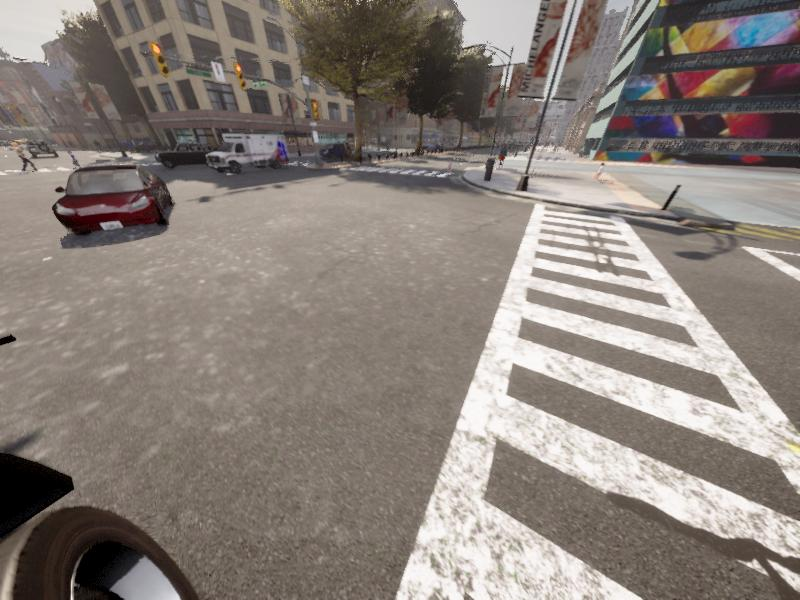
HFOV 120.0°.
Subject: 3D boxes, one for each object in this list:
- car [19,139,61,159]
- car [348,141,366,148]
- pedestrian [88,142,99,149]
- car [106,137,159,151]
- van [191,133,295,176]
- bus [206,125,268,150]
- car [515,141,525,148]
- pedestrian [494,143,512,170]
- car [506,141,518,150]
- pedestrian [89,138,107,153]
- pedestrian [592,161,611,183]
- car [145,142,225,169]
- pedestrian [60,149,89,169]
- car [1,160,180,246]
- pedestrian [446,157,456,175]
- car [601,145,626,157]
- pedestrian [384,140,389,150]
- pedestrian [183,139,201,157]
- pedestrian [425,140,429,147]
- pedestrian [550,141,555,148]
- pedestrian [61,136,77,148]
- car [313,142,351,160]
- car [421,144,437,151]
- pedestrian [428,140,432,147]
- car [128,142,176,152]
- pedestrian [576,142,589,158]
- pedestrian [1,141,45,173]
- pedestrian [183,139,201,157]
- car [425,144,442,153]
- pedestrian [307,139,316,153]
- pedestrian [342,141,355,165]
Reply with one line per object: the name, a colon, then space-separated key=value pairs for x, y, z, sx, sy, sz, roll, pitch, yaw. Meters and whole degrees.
car: x=-43.216 y=-18.247 z=27.752 sx=4.605 sy=1.855 sz=1.932 roll=24 pitch=41 yaw=30
car: x=-12.797 y=-46.270 z=68.606 sx=5.008 sy=1.535 sz=1.882 roll=17 pitch=38 yaw=22
pedestrian: x=-55.678 y=-28.049 z=41.952 sx=0.500 sy=1.100 sz=0.500 roll=2 pitch=35 yaw=2
car: x=-48.169 y=-28.241 z=41.826 sx=2.150 sy=2.045 sz=5.566 roll=18 pitch=38 yaw=23
van: x=-11.953 y=-11.769 z=18.489 sx=2.351 sy=2.431 sz=6.366 roll=13 pitch=37 yaw=17
bus: x=-36.633 y=-37.075 z=52.716 sx=3.944 sy=4.253 sz=10.273 roll=18 pitch=38 yaw=23
car: x=42.394 y=-54.847 z=81.289 sx=2.150 sy=2.045 sz=5.566 roll=18 pitch=38 yaw=23
pedestrian: x=8.552 y=-11.960 z=19.265 sx=0.751 sy=1.860 sz=0.751 roll=26 pitch=42 yaw=31
car: x=31.763 y=-43.774 z=65.428 sx=1.932 sy=1.855 sz=4.605 roll=18 pitch=38 yaw=23
pedestrian: x=-46.855 y=-23.987 z=35.880 sx=0.751 sy=1.860 sz=0.751 roll=17 pitch=38 yaw=22
pedestrian: x=12.107 y=-7.711 z=13.906 sx=0.500 sy=1.100 sz=0.500 roll=22 pitch=40 yaw=28
car: x=-18.415 y=-12.713 z=20.216 sx=4.605 sy=1.855 sz=1.932 roll=-19 pitch=39 yaw=-25
pedestrian: x=-26.356 y=-11.439 z=18.736 sx=0.751 sy=1.300 sz=0.751 roll=20 pitch=40 yaw=26
car: x=-8.950 y=-3.421 z=7.419 sx=2.163 sy=1.488 sz=4.792 roll=-22 pitch=41 yaw=-29
pedestrian: x=3.854 y=-10.198 z=17.601 sx=0.500 sy=1.100 sz=0.500 roll=15 pitch=37 yaw=19
car: x=36.454 y=-25.568 z=39.637 sx=2.161 sy=1.482 sz=4.786 roll=18 pitch=38 yaw=23
pedestrian: x=-3.068 y=-34.963 z=51.991 sx=0.751 sy=1.860 sz=0.751 roll=18 pitch=39 yaw=23
pedestrian: x=-25.529 y=-18.735 z=28.430 sx=0.751 sy=1.860 sz=0.751 roll=15 pitch=37 yaw=19
pedestrian: x=8.100 y=-46.940 z=69.297 sx=0.751 sy=1.860 sz=0.751 roll=11 pitch=36 yaw=15
pedestrian: x=49.764 y=-50.728 z=75.360 sx=0.751 sy=1.860 sz=0.751 roll=17 pitch=38 yaw=22
pedestrian: x=-62.782 y=-29.905 z=43.834 sx=0.751 sy=1.860 sz=0.751 roll=16 pitch=38 yaw=21
car: x=-8.793 y=-19.609 z=30.305 sx=2.097 sy=1.767 sz=4.553 roll=18 pitch=38 yaw=23
car: x=6.721 y=-35.455 z=53.647 sx=1.895 sy=1.301 sz=4.718 roll=18 pitch=38 yaw=23
pedestrian: x=8.939 y=-46.731 z=69.012 sx=0.751 sy=1.860 sz=0.751 roll=17 pitch=38 yaw=22
car: x=-44.516 y=-27.682 z=41.651 sx=2.033 sy=1.411 sz=5.357 roll=18 pitch=39 yaw=23
pedestrian: x=27.028 y=-22.207 z=34.209 sx=0.751 sy=1.860 sz=0.751 roll=7 pitch=35 yaw=8
pedestrian: x=-26.865 y=-10.216 z=16.489 sx=0.751 sy=1.860 sz=0.751 roll=19 pitch=39 yaw=25
pedestrian: x=-25.001 y=-18.282 z=27.790 sx=0.751 sy=1.860 sz=0.751 roll=4 pitch=35 yaw=5
car: x=7.038 y=-31.682 z=48.125 sx=1.812 sy=1.442 sz=4.674 roll=18 pitch=39 yaw=23
pedestrian: x=-14.606 y=-25.454 z=38.211 sx=0.751 sy=1.860 sz=0.751 roll=21 pitch=40 yaw=27
pedestrian: x=-4.887 y=-14.002 z=21.992 sx=0.751 sy=1.860 sz=0.751 roll=25 pitch=41 yaw=30
